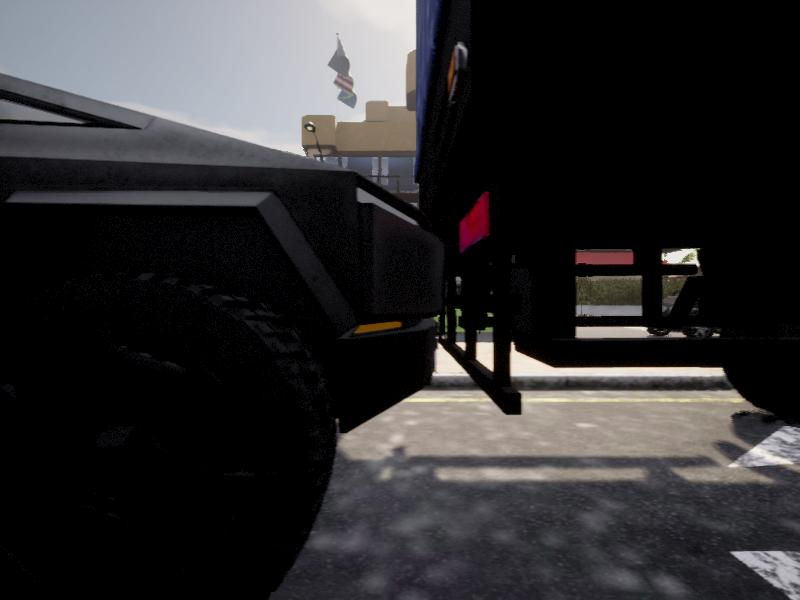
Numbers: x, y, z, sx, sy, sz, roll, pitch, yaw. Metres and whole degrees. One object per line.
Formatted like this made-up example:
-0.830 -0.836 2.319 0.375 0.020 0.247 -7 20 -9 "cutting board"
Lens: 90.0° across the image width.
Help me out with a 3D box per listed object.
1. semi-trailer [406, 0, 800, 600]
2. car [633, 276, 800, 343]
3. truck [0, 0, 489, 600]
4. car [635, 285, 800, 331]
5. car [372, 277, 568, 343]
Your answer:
7.184 -1.212 2.231 14.254 4.402 2.717 0 0 0 "semi-trailer"
8.320 0.221 10.207 3.705 1.549 1.789 0 0 0 "car"
-2.923 -0.044 2.197 6.274 2.098 2.390 -1 0 0 "truck"
11.046 0.255 13.709 4.892 1.490 1.837 0 0 0 "car"
1.607 0.229 10.201 4.514 1.525 2.007 0 0 0 "car"
